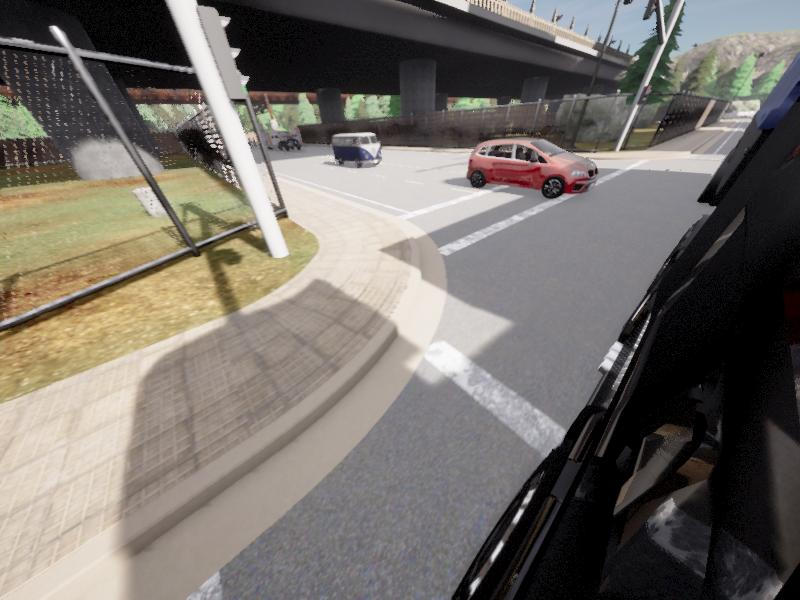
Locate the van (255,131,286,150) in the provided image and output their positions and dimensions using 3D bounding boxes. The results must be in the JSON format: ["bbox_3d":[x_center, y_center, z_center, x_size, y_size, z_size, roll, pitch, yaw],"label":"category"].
[{"bbox_3d":[-21.929,-26.926,39.026,2.351,2.431,6.366,-29,44,-30],"label":"van"}]

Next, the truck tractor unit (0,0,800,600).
[{"bbox_3d":[2.645,-0.295,0.351,6.516,4.208,3.053,-28,44,-30],"label":"truck tractor unit"}]

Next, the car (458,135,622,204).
[{"bbox_3d":[4.893,-5.199,8.868,2.242,1.667,4.611,-29,44,-30],"label":"car"}]

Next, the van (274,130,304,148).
[{"bbox_3d":[-19.941,-28.844,41.425,2.351,2.431,6.366,-29,44,-30],"label":"van"}]

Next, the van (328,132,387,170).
[{"bbox_3d":[-3.082,-10.721,16.527,1.775,1.987,4.442,-29,44,-30],"label":"van"}]

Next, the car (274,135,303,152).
[{"bbox_3d":[-16.296,-22.897,33.728,1.932,1.855,4.605,-29,44,-30],"label":"car"}]

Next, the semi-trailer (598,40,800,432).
[{"bbox_3d":[8.683,-3.640,4.207,14.254,4.402,2.717,-29,44,-30],"label":"semi-trailer"}]
